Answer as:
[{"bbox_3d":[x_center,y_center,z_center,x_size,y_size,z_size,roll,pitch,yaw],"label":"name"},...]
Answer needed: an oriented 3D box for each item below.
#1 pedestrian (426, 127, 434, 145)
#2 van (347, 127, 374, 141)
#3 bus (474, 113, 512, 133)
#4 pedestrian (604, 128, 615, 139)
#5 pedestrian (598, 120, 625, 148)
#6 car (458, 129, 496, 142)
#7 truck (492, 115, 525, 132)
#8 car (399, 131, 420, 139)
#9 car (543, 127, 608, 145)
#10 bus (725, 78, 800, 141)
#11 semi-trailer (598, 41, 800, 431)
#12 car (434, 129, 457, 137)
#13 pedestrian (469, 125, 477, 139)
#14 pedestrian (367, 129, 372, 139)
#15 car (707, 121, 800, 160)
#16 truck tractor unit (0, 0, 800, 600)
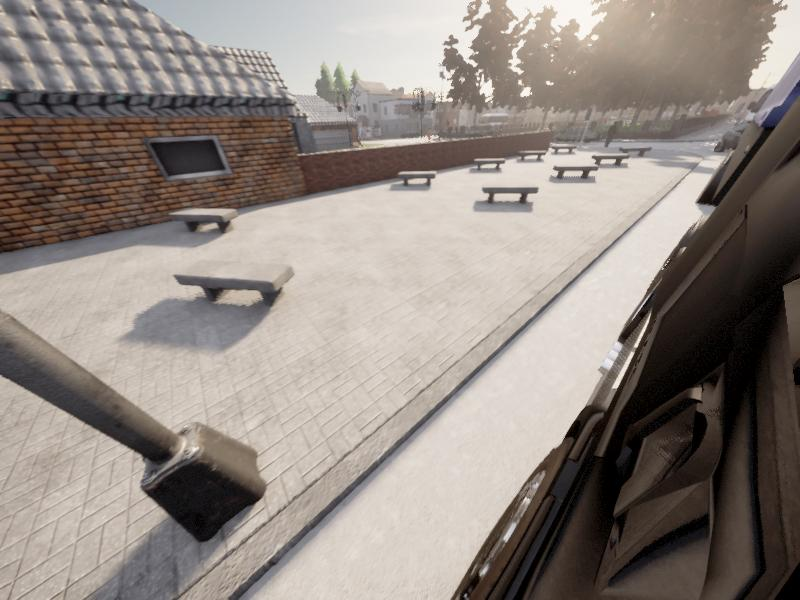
[{"bbox_3d":[3.994,-21.944,30.945,0.751,1.860,0.751,28,47,34],"label":"pedestrian"},{"bbox_3d":[-9.067,-37.857,52.703,6.366,2.431,2.351,28,46,34],"label":"van"},{"bbox_3d":[26.990,-51.346,67.088,10.273,4.253,3.944,-23,42,-26],"label":"bus"},{"bbox_3d":[25.061,-19.923,27.650,0.500,1.100,0.500,-28,44,-30],"label":"pedestrian"},{"bbox_3d":[17.911,-14.047,19.571,0.751,1.860,0.751,-13,38,-14],"label":"pedestrian"},{"bbox_3d":[11.348,-24.473,34.377,1.882,1.535,5.008,-28,44,-30],"label":"car"},{"bbox_3d":[33.514,-54.609,71.419,8.468,3.827,2.891,13,40,20],"label":"truck"},{"bbox_3d":[2.239,-37.525,52.544,4.718,1.301,1.895,-27,43,-29],"label":"car"},{"bbox_3d":[19.627,-18.555,26.107,2.033,1.411,5.357,-26,43,-28],"label":"car"},{"bbox_3d":[36.932,-18.474,22.603,10.273,4.253,3.944,-28,44,-30],"label":"bus"},{"bbox_3d":[8.698,-3.595,4.243,14.254,4.402,2.717,-28,44,-30],"label":"semi-trailer"},{"bbox_3d":[10.590,-38.944,53.868,5.357,1.411,2.033,-27,43,-29],"label":"car"},{"bbox_3d":[12.533,-28.774,39.570,0.751,1.860,0.751,-29,44,-31],"label":"pedestrian"},{"bbox_3d":[-7.196,-39.381,54.910,0.751,1.860,0.751,-21,41,-23],"label":"pedestrian"},{"bbox_3d":[21.865,-9.610,13.799,2.242,1.667,4.611,13,40,19],"label":"car"},{"bbox_3d":[2.645,-0.295,0.351,6.516,4.208,3.053,-28,44,-30],"label":"truck tractor unit"}]
